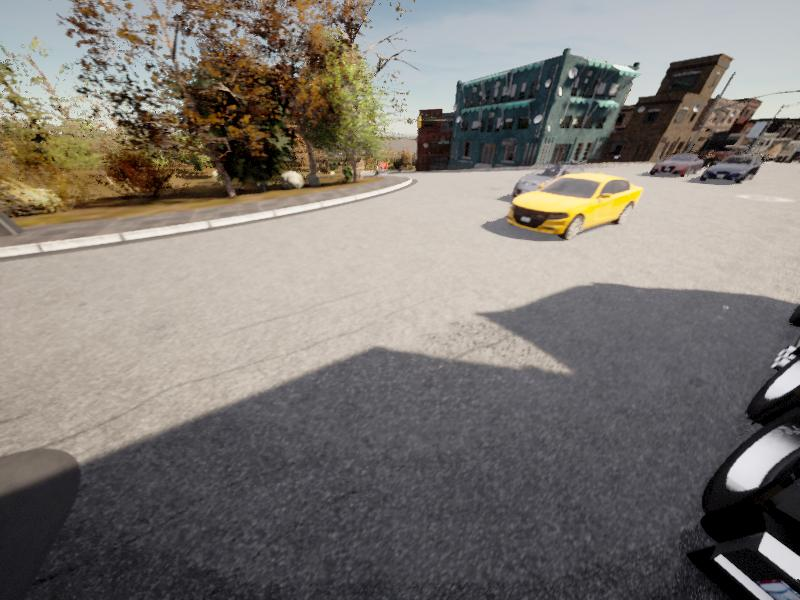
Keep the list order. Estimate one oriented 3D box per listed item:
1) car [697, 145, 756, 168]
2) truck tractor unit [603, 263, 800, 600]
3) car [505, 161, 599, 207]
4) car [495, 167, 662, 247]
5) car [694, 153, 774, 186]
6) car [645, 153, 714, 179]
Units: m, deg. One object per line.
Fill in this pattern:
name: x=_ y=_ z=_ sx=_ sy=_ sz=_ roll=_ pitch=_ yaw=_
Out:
car: x=32.951 y=-14.499 z=23.348 sx=3.866 sy=1.878 sz=1.905 roll=-13 pitch=37 yaw=-21
truck tractor unit: x=5.106 y=-0.306 z=0.793 sx=6.516 sy=4.208 sz=3.053 roll=-18 pitch=39 yaw=-24
car: x=7.183 y=-5.627 z=11.011 sx=3.633 sy=1.501 sz=1.845 roll=-18 pitch=38 yaw=-25
car: x=5.727 y=-3.214 z=7.437 sx=5.008 sy=1.535 sz=1.882 roll=-18 pitch=38 yaw=-25
car: x=21.481 y=-8.461 z=14.868 sx=4.193 sy=1.474 sz=1.816 roll=-19 pitch=38 yaw=-24
car: x=21.401 y=-10.362 z=17.709 sx=4.181 sy=1.385 sz=1.994 roll=-19 pitch=38 yaw=-23
